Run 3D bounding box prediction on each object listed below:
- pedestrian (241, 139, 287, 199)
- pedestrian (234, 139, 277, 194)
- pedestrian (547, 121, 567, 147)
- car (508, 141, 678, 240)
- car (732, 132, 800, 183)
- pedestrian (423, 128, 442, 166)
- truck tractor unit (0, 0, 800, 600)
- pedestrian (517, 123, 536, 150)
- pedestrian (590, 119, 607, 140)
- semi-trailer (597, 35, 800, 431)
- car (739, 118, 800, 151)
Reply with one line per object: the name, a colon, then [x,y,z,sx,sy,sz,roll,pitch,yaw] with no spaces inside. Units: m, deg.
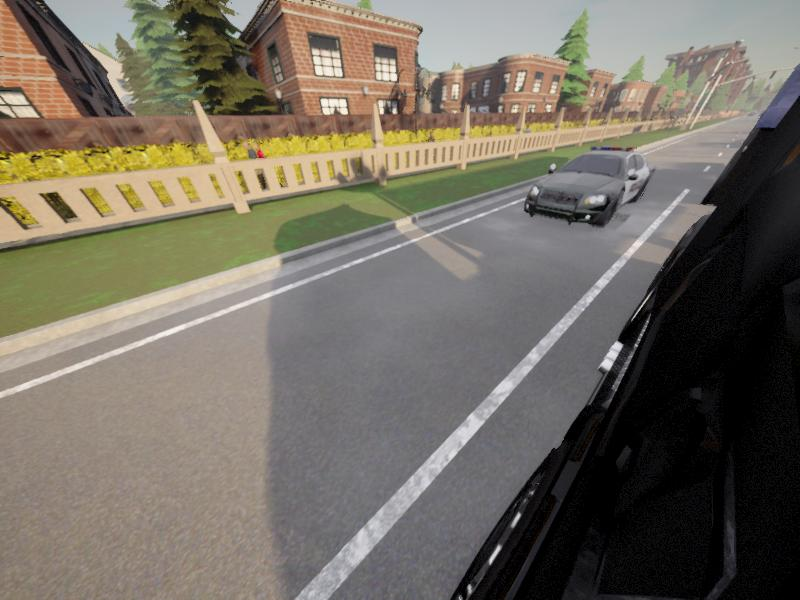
pedestrian: [-5.089,-4.942,8.723,0.751,1.860,0.751,-29,44,-30]
pedestrian: [-5.835,-5.426,9.415,0.751,1.860,0.751,-27,43,-29]
pedestrian: [14.300,-15.070,21.051,0.751,1.860,0.751,-27,43,-29]
car: [5.567,-3.444,6.619,4.974,1.542,2.038,-28,44,-29]
car: [15.859,-5.935,9.460,4.181,1.385,1.994,-27,42,-30]
pedestrian: [1.970,-9.305,14.111,0.751,1.860,0.751,-27,43,-29]
truck tractor unit: [2.645,-0.295,0.351,6.516,4.208,3.053,-28,44,-30]
pedestrian: [10.938,-14.165,20.052,0.751,1.860,0.751,-27,43,-29]
pedestrian: [22.574,-19.385,26.299,0.751,1.860,0.751,-28,43,-29]
semi-trailer: [8.746,-3.571,4.182,14.254,4.402,2.717,-28,43,-29]
car: [26.933,-11.992,16.629,5.027,1.651,2.152,-28,43,-30]
